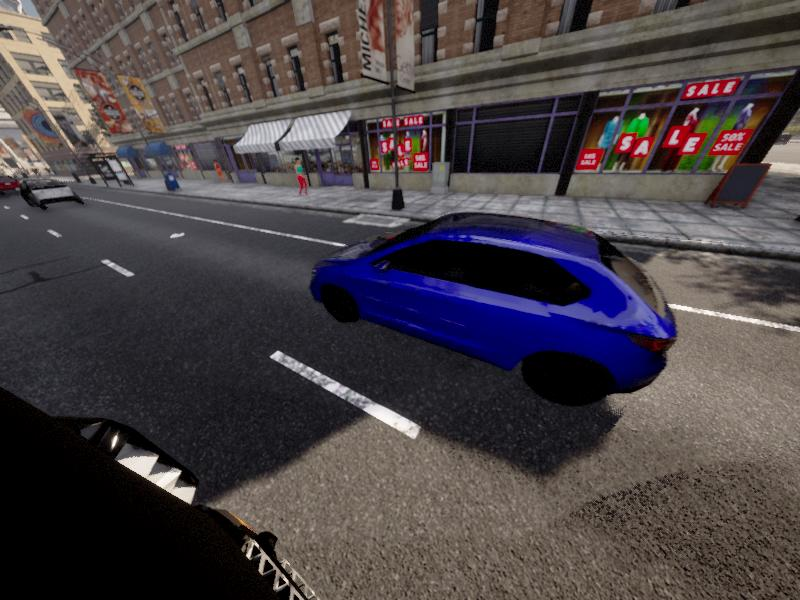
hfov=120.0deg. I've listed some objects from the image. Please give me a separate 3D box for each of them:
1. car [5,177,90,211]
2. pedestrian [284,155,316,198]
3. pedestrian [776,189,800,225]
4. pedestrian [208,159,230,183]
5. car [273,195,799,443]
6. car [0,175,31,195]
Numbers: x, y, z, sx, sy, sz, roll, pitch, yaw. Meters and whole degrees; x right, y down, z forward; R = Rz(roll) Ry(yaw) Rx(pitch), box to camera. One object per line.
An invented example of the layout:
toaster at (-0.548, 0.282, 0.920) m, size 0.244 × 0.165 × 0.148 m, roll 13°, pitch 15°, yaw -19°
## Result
car at (-22.459, -6.849, 14.727) m, size 4.514 × 1.525 × 2.007 m, roll 16°, pitch 38°, yaw 26°
pedestrian at (-5.098, -6.313, 11.889) m, size 0.751 × 1.860 × 0.751 m, roll 14°, pitch 37°, yaw 23°
pedestrian at (10.075, -2.662, 5.158) m, size 0.751 × 1.860 × 0.751 m, roll 7°, pitch 35°, yaw 15°
pedestrian at (-16.102, -11.488, 20.579) m, size 0.751 × 1.860 × 0.751 m, roll 19°, pitch 39°, yaw 29°
car at (0.662, -0.360, 3.120) m, size 4.193 × 1.474 × 1.816 m, roll 16°, pitch 38°, yaw 26°
car at (-40.784, -11.999, 23.955) m, size 3.705 × 1.549 × 1.789 m, roll 17°, pitch 38°, yaw 26°
